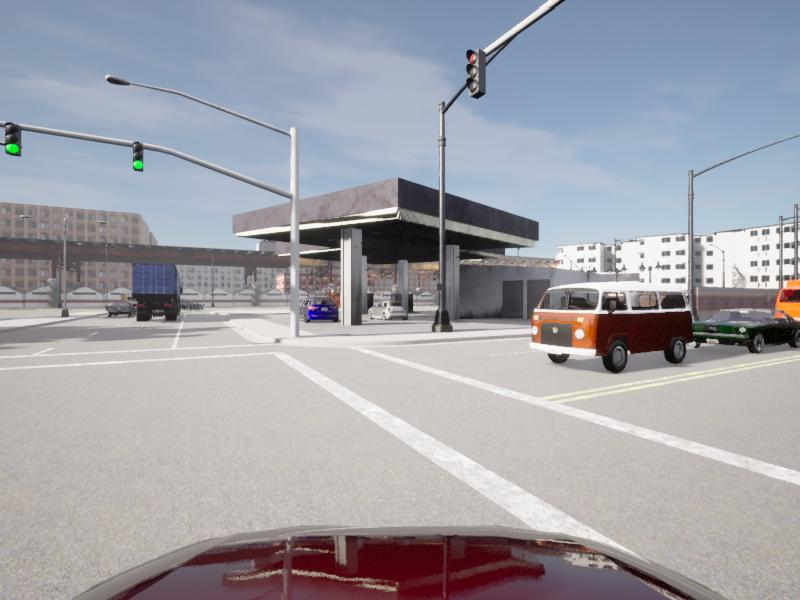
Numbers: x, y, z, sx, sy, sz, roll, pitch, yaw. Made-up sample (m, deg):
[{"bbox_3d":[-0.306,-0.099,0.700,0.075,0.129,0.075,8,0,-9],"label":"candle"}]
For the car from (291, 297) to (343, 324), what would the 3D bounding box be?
[{"bbox_3d":[-5.707,0.638,26.983,2.242,1.667,4.611,0,0,-27],"label":"car"}]

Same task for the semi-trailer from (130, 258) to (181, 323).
[{"bbox_3d":[-20.271,-0.618,33.848,2.717,4.402,14.254,0,0,-28],"label":"semi-trailer"}]

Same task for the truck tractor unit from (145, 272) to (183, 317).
[{"bbox_3d":[-23.950,-0.520,40.851,3.053,4.208,6.516,0,0,-28],"label":"truck tractor unit"}]

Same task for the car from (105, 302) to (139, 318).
[{"bbox_3d":[-26.668,0.895,38.515,2.033,1.411,5.357,0,0,-28],"label":"car"}]

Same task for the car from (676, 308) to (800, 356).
[{"bbox_3d":[11.463,0.944,13.256,4.718,1.301,1.895,0,0,-29],"label":"car"}]

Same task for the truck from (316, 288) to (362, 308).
[{"bbox_3d":[-12.028,-0.321,79.356,8.468,3.827,2.891,0,0,-27],"label":"truck"}]

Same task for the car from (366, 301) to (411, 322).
[{"bbox_3d":[-0.973,0.799,30.327,1.970,1.475,3.806,0,0,-27],"label":"car"}]

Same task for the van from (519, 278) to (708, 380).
[{"bbox_3d":[5.362,0.571,9.980,4.480,2.038,2.069,0,0,-29],"label":"van"}]

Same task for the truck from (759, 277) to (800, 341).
[{"bbox_3d":[17.876,0.357,16.753,5.204,2.467,2.627,0,0,-28],"label":"truck"}]
